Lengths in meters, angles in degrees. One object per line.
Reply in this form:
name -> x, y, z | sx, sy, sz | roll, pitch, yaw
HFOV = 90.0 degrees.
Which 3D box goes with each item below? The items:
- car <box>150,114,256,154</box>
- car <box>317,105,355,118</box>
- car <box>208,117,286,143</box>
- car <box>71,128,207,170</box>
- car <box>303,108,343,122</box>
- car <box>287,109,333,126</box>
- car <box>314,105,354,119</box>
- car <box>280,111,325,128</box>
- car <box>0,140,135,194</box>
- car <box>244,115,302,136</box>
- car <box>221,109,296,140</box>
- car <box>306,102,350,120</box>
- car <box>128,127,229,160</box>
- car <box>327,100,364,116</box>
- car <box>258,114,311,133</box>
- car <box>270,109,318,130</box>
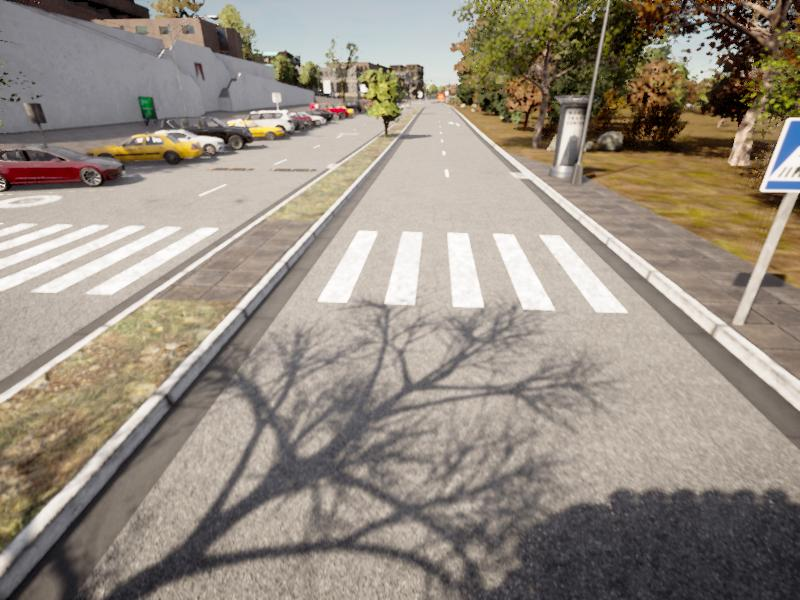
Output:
car -> -12.507, -10.835, 25.972 | 5.566, 2.045, 2.435 | -8, 27, -13
car -> -9.627, -28.569, 60.524 | 5.366, 1.575, 1.946 | -8, 29, -13
car -> -11.880, -13.368, 31.442 | 5.366, 1.575, 1.946 | -8, 28, -13
car -> -13.182, -7.866, 20.686 | 5.366, 1.575, 1.946 | -8, 28, -13
car -> -10.133, -24.404, 52.647 | 4.792, 1.488, 2.163 | -8, 28, -13
car -> -10.627, -21.638, 47.327 | 5.008, 1.535, 2.097 | -8, 29, -13
car -> -9.507, -27.236, 57.965 | 5.366, 1.575, 1.946 | -8, 28, -13
car -> -10.873, -20.212, 44.698 | 4.674, 1.452, 2.002 | -8, 28, -13
car -> -13.453, -5.164, 15.417 | 4.792, 1.488, 2.163 | -8, 27, -13
car -> -11.609, -16.058, 36.720 | 4.792, 1.488, 2.163 | -8, 28, -13
car -> -11.849, -14.931, 33.937 | 5.566, 2.045, 2.435 | -8, 28, -13
car -> -9.901, -26.045, 55.168 | 5.566, 2.045, 2.435 | -8, 28, -13
car -> -12.772, -9.212, 23.423 | 4.674, 1.452, 2.002 | -8, 27, -13
car -> -9.004, -31.578, 65.744 | 5.566, 2.045, 2.435 | -8, 29, -13
car -> -11.347, -17.437, 39.400 | 4.674, 1.452, 2.002 | -8, 28, -13
car -> -11.141, -18.967, 41.965 | 4.553, 1.767, 2.185 | -8, 28, -13
